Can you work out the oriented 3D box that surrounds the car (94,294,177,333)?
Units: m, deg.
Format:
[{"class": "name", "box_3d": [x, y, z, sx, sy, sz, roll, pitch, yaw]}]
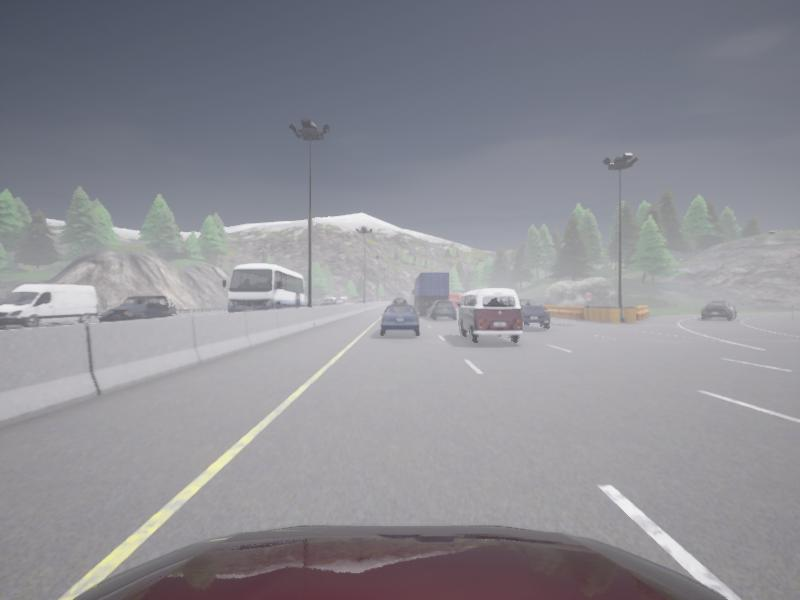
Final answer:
[{"class": "car", "box_3d": [-14.003, 0.653, 21.512, 1.905, 1.878, 3.866, 0, 0, 0]}]

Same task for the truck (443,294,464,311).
[{"class": "truck", "box_3d": [8.146, 0.387, 60.252, 2.627, 2.467, 5.204, 0, 0, 14]}]

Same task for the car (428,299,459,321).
[{"class": "car", "box_3d": [3.505, 0.797, 33.317, 2.033, 1.649, 4.856, 0, 0, 0]}]

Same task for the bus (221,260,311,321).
[{"class": "bus", "box_3d": [-10.381, -0.508, 32.731, 3.944, 4.253, 10.273, 0, -2, 0]}]

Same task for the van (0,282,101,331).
[{"class": "van", "box_3d": [-21.007, 0.332, 23.773, 1.988, 2.561, 5.915, 0, 0, 0]}]

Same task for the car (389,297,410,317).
[{"class": "car", "box_3d": [-0.004, 0.665, 39.038, 1.932, 1.855, 4.605, 0, -1, 0]}]

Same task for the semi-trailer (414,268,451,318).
[{"class": "semi-trailer", "box_3d": [3.135, -0.600, 42.754, 2.717, 4.402, 14.254, 0, 0, 0]}]

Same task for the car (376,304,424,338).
[{"class": "car", "box_3d": [0.001, 0.902, 19.596, 2.033, 1.411, 5.357, 0, 0, 0]}]

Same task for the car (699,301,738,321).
[{"class": "car", "box_3d": [26.626, 0.841, 33.359, 2.038, 1.542, 4.974, 0, 0, 45]}]

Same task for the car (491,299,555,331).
[{"class": "car", "box_3d": [6.998, 0.790, 23.381, 2.152, 1.651, 5.027, 0, 0, 0]}]

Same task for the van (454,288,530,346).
[{"class": "van", "box_3d": [3.498, 0.580, 16.161, 2.069, 2.038, 4.480, 0, 0, 0]}]

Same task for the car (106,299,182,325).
[{"class": "car", "box_3d": [-17.502, 0.768, 27.685, 2.242, 1.667, 4.611, 0, 0, 0]}]
